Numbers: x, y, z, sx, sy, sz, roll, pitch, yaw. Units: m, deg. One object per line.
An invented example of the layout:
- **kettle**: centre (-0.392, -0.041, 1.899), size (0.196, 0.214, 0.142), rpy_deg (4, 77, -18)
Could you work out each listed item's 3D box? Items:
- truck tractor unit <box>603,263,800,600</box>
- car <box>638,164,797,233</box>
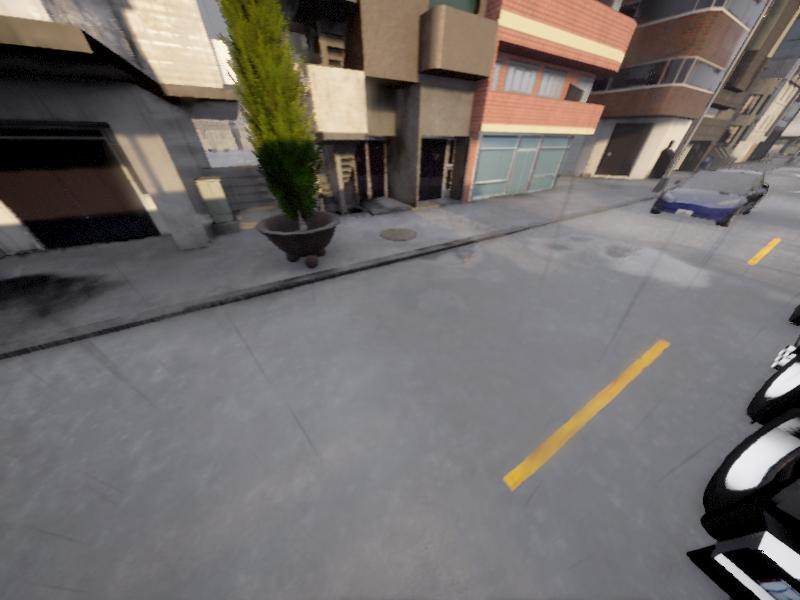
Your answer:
- **truck tractor unit**: centre (5.109, -0.302, 0.790), size (6.516, 4.208, 3.053), rpy_deg (-18, 39, -24)
- **car**: centre (11.469, -3.887, 8.398), size (4.792, 1.488, 2.163), rpy_deg (-18, 39, -24)
